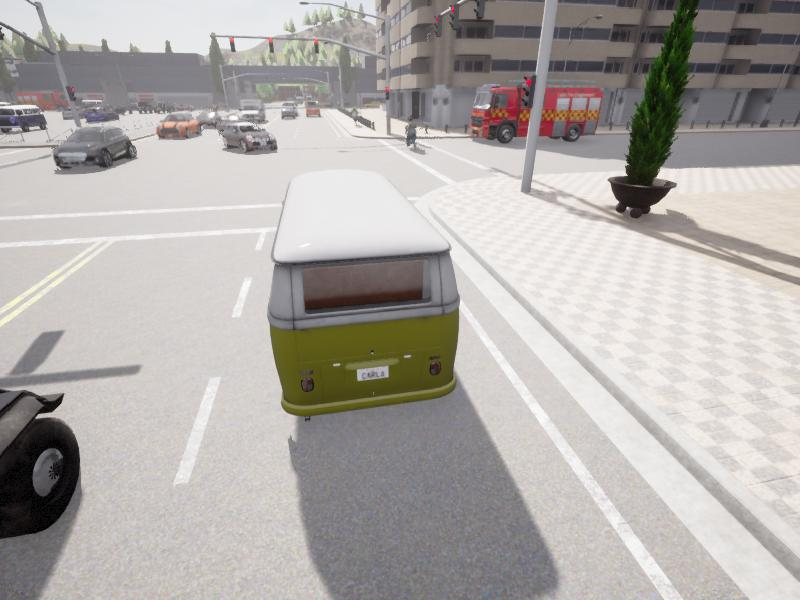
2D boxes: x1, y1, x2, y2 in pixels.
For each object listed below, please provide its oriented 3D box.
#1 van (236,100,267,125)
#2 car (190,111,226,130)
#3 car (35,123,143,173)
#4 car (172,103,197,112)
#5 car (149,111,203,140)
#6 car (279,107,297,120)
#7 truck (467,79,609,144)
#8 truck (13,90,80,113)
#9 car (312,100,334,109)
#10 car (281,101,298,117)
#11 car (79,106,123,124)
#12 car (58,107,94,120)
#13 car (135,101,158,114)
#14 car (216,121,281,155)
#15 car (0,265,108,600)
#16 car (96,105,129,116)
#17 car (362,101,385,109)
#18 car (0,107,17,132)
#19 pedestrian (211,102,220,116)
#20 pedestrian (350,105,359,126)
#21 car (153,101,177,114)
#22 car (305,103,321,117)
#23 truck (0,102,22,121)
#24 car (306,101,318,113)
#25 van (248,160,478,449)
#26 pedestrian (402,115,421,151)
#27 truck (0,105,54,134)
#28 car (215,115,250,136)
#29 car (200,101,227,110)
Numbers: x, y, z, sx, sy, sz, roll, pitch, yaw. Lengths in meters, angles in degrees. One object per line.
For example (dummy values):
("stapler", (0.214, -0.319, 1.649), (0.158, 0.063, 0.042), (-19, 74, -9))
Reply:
("van", (-17.270, -22.102, 46.968), (2.351, 2.431, 6.366), (-5, 28, -10))
("car", (-19.348, -18.305, 40.622), (2.163, 1.488, 4.792), (-5, 28, -10))
("car", (-14.464, -7.350, 19.076), (2.033, 1.649, 4.856), (-5, 28, -10))
("car", (-43.405, -38.805, 80.628), (3.806, 1.475, 1.970), (-5, 28, -10))
("car", (-17.369, -13.716, 31.352), (2.097, 1.767, 4.553), (-4, 27, -8))
("car", (-15.733, -26.328, 56.315), (2.033, 1.411, 5.357), (-6, 28, -11))
("truck", (9.340, -13.072, 27.714), (8.468, 3.827, 2.891), (-5, 28, -10))
("truck", (-67.360, -37.978, 76.388), (8.468, 3.827, 2.891), (-5, 28, -9))
("car", (-18.341, -46.644, 95.305), (4.605, 1.855, 1.932), (6, 28, 12))
("car", (-17.258, -30.012, 62.776), (2.150, 2.045, 5.566), (-5, 28, -10))
("car", (-35.284, -21.958, 47.347), (2.242, 1.667, 4.611), (-5, 28, -10))
("car", (-42.054, -24.276, 52.023), (1.970, 1.475, 3.806), (-5, 28, -10))
("car", (-42.798, -32.563, 67.620), (1.905, 1.878, 3.866), (-5, 28, -10))
("car", (-9.026, -9.670, 23.753), (1.970, 1.475, 3.806), (-24, 35, -38))
("car", (-3.361, 1.528, 1.573), (1.905, 1.878, 3.866), (-5, 28, -10))
("car", (-44.209, -29.225, 61.638), (2.033, 1.415, 5.357), (-5, 28, -10))
("car", (-6.323, -47.233, 96.797), (5.366, 1.575, 1.801), (-5, 28, -10))
("car", (-35.168, -15.073, 33.585), (1.932, 1.855, 4.605), (-5, 28, -10))
("pedestrian", (-27.953, -29.017, 60.671), (0.751, 1.860, 0.751), (-6, 28, -11))
("pedestrian", (-4.566, -18.612, 40.396), (0.751, 1.860, 0.751), (-5, 28, -10))
("car", (-39.948, -32.800, 68.071), (1.932, 1.855, 4.605), (-5, 28, -10))
("car", (-13.295, -28.995, 61.068), (2.097, 1.767, 4.553), (-5, 28, -10))
("truck", (-50.562, -23.783, 50.342), (2.069, 2.038, 4.478), (-5, 28, -10))
("car", (-16.084, -35.349, 73.340), (1.905, 1.878, 3.866), (-5, 28, -10))
("van", (-0.682, -0.530, 5.468), (1.775, 1.987, 4.442), (-5, 28, -10))
("pedestrian", (0.659, -9.764, 23.416), (0.751, 1.860, 0.751), (-16, 31, -29))
("truck", (-32.342, -15.448, 34.103), (2.069, 2.038, 4.478), (-5, 28, -10))
("car", (-14.410, -15.165, 34.631), (1.994, 1.385, 4.181), (-5, 28, -10))
("car", (-40.699, -42.404, 87.344), (4.856, 1.649, 2.033), (-5, 28, -10))
